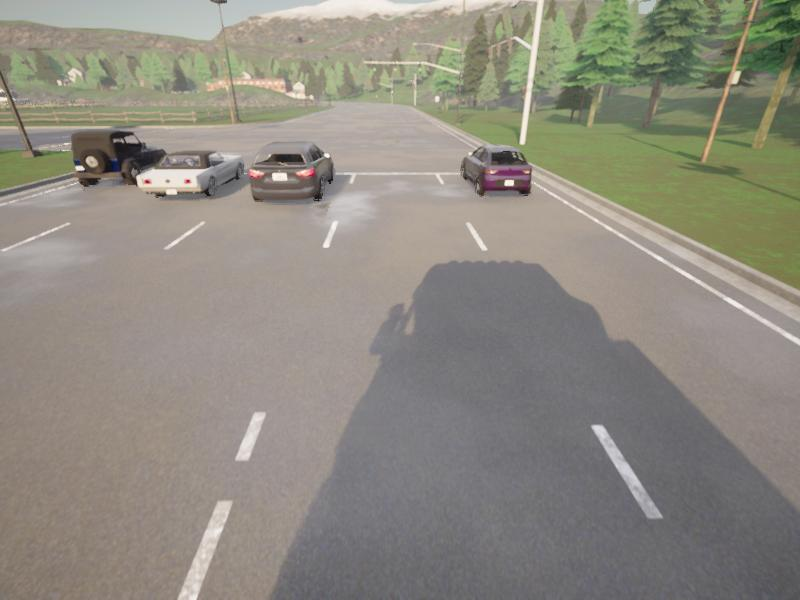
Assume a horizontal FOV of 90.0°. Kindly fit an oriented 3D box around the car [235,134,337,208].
[{"bbox_3d":[-3.584,-4.589,13.721,2.242,1.667,4.611,-1,27,-2],"label":"car"}]

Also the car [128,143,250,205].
[{"bbox_3d":[-7.097,-4.602,14.157,1.895,1.301,4.718,-1,27,-2],"label":"car"}]

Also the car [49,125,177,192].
[{"bbox_3d":[-10.643,-5.526,15.305,1.905,1.878,3.866,-1,27,-2],"label":"car"}]

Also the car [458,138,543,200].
[{"bbox_3d":[3.395,-4.833,14.402,1.816,1.474,4.193,-1,27,-2],"label":"car"}]
